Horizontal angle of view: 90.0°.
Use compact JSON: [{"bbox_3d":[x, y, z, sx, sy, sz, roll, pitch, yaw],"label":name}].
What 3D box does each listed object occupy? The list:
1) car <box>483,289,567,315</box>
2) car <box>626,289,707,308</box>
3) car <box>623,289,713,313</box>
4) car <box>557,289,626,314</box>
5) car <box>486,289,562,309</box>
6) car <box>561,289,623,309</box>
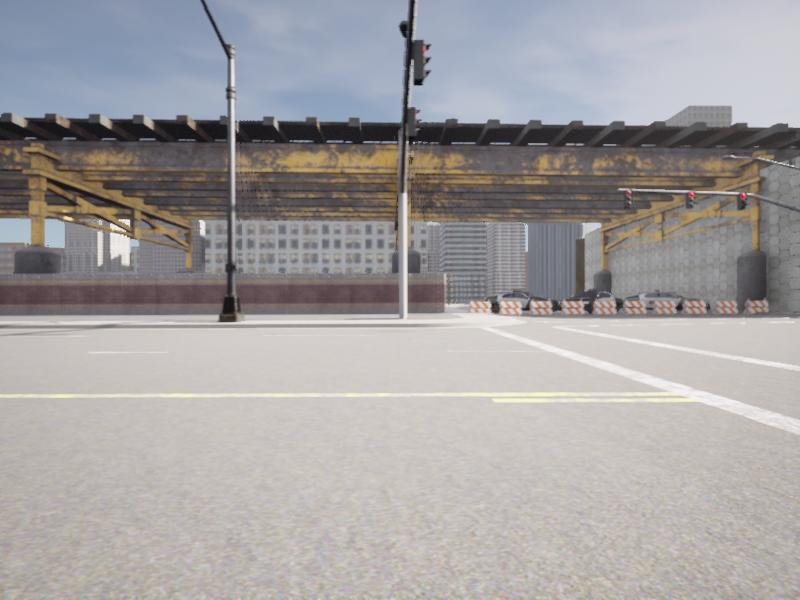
[{"bbox_3d":[8.289,0.117,26.853,4.974,1.542,2.038,0,0,44],"label":"car"},{"bbox_3d":[18.219,-0.078,27.657,4.536,1.218,1.853,0,0,29],"label":"car"},{"bbox_3d":[18.265,0.079,27.633,4.974,1.542,2.038,0,0,29],"label":"car"},{"bbox_3d":[12.897,0.100,26.854,4.974,1.542,2.038,0,0,-36],"label":"car"},{"bbox_3d":[8.251,-0.041,26.889,4.536,1.218,1.853,0,0,44],"label":"car"},{"bbox_3d":[12.938,-0.058,26.885,4.536,1.218,1.853,0,0,-36],"label":"car"}]
